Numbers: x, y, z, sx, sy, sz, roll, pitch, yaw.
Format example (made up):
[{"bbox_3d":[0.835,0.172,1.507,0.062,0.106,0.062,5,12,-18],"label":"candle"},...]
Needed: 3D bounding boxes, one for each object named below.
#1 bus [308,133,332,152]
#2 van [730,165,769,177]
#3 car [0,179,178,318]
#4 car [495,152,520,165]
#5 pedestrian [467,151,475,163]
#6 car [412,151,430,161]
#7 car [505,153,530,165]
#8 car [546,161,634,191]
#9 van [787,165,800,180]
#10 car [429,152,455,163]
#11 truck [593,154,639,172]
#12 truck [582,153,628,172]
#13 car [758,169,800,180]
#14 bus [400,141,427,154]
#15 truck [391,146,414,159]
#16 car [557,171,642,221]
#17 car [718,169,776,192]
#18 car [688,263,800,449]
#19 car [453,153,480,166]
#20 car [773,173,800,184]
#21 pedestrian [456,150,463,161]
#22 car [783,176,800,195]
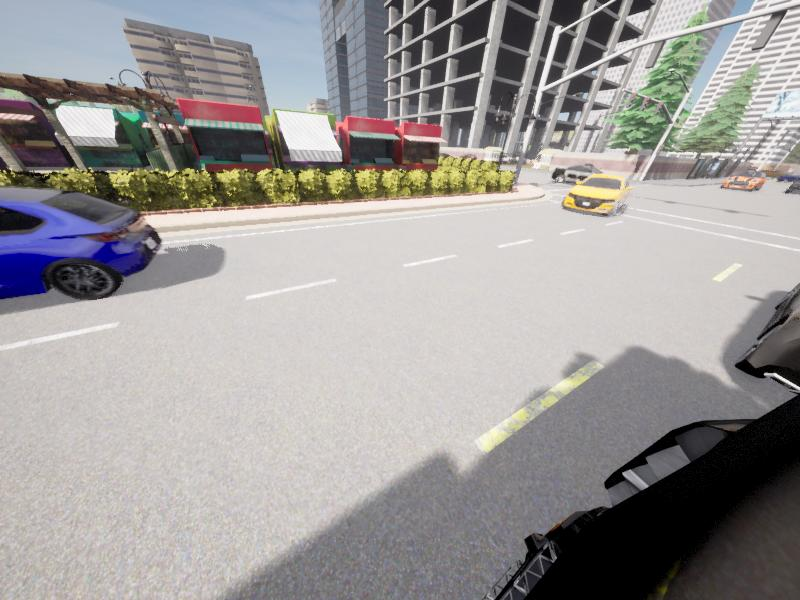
[{"bbox_3d":[-24.846,-48.776,71.550,3.944,4.253,10.273,-16,38,-26],"label":"bus"},{"bbox_3d":[81.476,-30.207,53.975,1.775,1.987,4.442,-15,38,-25],"label":"van"},{"bbox_3d":[-6.302,-0.707,3.193,4.193,1.474,1.816,-15,38,-25],"label":"car"},{"bbox_3d":[21.123,-27.827,45.456,1.905,1.878,3.866,-15,38,-25],"label":"car"},{"bbox_3d":[13.386,-26.948,43.484,0.751,1.860,0.751,-20,40,-31],"label":"pedestrian"},{"bbox_3d":[4.332,-29.867,47.775,1.789,1.549,3.705,-16,38,-26],"label":"car"},{"bbox_3d":[23.685,-28.531,46.716,1.905,1.878,3.866,-15,38,-25],"label":"car"},{"bbox_3d":[15.887,-10.697,19.729,1.930,1.638,5.238,-19,40,-29],"label":"car"},{"bbox_3d":[85.814,-25.961,47.377,1.988,2.561,5.915,-15,38,-25],"label":"van"},{"bbox_3d":[7.667,-26.492,42.963,1.882,1.535,5.008,-16,38,-26],"label":"car"},{"bbox_3d":[40.800,-26.066,43.858,2.615,2.467,5.204,-15,38,-25],"label":"truck"},{"bbox_3d":[37.045,-25.033,42.011,2.615,2.467,5.204,-15,38,-25],"label":"truck"},{"bbox_3d":[79.530,-26.322,48.379,1.882,1.535,5.008,8,34,7],"label":"car"},{"bbox_3d":[5.569,-62.552,94.761,10.273,4.253,3.944,-15,38,-25],"label":"bus"},{"bbox_3d":[0.513,-33.955,53.144,2.390,2.098,6.274,-16,38,-26],"label":"truck"},{"bbox_3d":[9.748,-5.215,11.175,5.008,1.535,1.882,-26,44,-36],"label":"car"},{"bbox_3d":[35.163,-12.201,23.434,4.553,1.767,2.097,-15,38,-25],"label":"car"},{"bbox_3d":[6.038,0.331,2.552,4.902,1.511,2.128,-15,38,-25],"label":"car"},{"bbox_3d":[10.932,-23.238,38.251,1.851,1.617,3.988,-16,38,-26],"label":"car"},{"bbox_3d":[61.918,-19.331,36.690,4.718,1.301,1.895,-15,38,-25],"label":"car"},{"bbox_3d":[11.840,-28.931,46.355,0.751,1.860,0.751,-15,37,-25],"label":"pedestrian"},{"bbox_3d":[39.910,-11.159,22.504,4.892,1.490,1.837,-15,38,-25],"label":"car"}]
